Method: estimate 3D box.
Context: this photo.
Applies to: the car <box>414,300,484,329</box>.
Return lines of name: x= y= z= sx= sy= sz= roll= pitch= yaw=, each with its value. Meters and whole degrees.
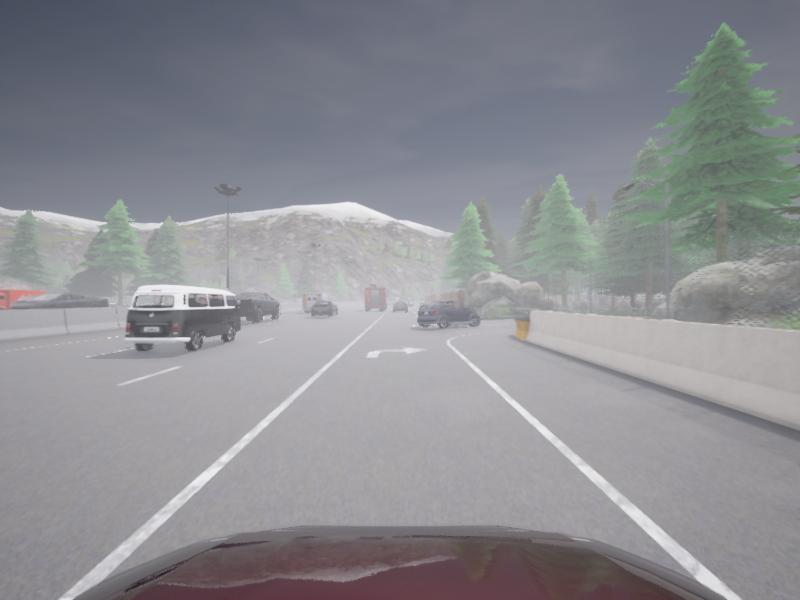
car: x=2.823 y=0.817 z=22.789 sx=3.705 sy=1.549 sz=1.789 roll=0 pitch=-3 yaw=-39

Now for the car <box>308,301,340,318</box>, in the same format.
car: x=-6.998 y=0.843 z=37.403 sx=2.128 sy=1.511 sz=4.902 roll=0 pitch=0 yaw=0

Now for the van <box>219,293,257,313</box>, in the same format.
van: x=-20.999 y=0.386 z=52.096 sx=2.351 sy=2.431 sz=6.366 roll=0 pitch=0 yaw=0

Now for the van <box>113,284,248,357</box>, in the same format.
van: x=-7.001 y=0.573 z=13.436 sx=2.069 sy=2.038 sz=4.480 roll=0 pitch=0 yaw=0

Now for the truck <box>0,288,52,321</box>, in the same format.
truck: x=-31.499 y=0.368 z=32.051 sx=2.627 sy=2.467 sz=5.204 roll=0 pitch=0 yaw=0

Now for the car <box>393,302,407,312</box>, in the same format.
car: x=0.004 y=0.917 z=55.523 sx=1.994 sy=1.385 sz=4.181 roll=0 pitch=0 yaw=0

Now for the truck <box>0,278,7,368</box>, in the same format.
truck: x=-10.499 y=0.543 z=6.330 sx=2.390 sy=2.098 sz=6.274 roll=0 pitch=0 yaw=0

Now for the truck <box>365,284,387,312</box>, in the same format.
truck: x=-3.493 y=-0.311 z=59.936 sx=2.891 sy=3.827 sz=8.468 roll=0 pitch=0 yaw=0

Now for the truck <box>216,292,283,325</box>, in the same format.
truck: x=-10.498 y=0.548 z=28.562 sx=2.390 sy=2.098 sz=6.274 roll=0 pitch=0 yaw=0

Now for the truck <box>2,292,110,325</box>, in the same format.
truck: x=-24.479 y=0.547 z=28.976 sx=2.390 sy=2.098 sz=6.274 roll=0 pitch=0 yaw=0

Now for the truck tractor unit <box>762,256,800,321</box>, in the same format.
truck tractor unit: x=29.042 y=-0.715 z=26.932 sx=6.516 sy=4.208 sz=3.053 roll=0 pitch=0 yaw=1

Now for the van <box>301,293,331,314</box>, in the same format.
van: x=-10.494 y=0.386 z=50.536 sx=2.351 sy=2.431 sz=6.366 roll=0 pitch=0 yaw=0
